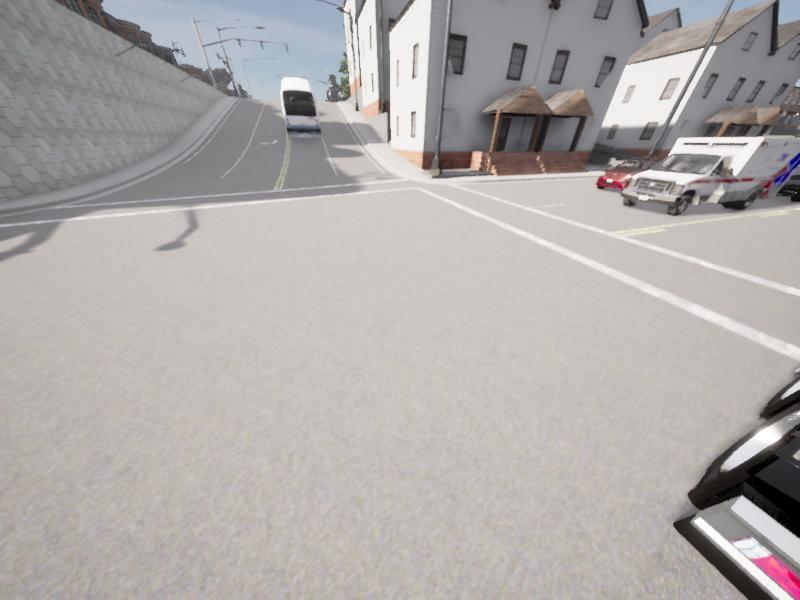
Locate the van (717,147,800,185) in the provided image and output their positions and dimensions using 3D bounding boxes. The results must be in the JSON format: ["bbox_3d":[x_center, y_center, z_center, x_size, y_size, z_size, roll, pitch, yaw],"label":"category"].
[{"bbox_3d":[25.177,-9.170,15.694,4.480,2.038,2.069,-10,36,-14],"label":"van"}]

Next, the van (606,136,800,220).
[{"bbox_3d":[12.405,-5.038,9.276,6.366,2.431,2.351,-10,36,-14],"label":"van"}]

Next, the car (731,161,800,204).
[{"bbox_3d":[19.760,-5.921,11.439,4.892,1.490,1.837,-10,36,-14],"label":"car"}]

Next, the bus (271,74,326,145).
[{"bbox_3d":[-11.004,-21.112,25.330,3.944,4.253,10.273,-10,50,-15],"label":"bus"}]

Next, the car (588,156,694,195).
[{"bbox_3d":[13.116,-6.912,12.704,3.988,1.617,1.851,-10,36,-14],"label":"car"}]

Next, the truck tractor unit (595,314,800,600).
[{"bbox_3d":[5.192,-0.208,0.661,6.516,4.208,3.053,-15,38,-20],"label":"truck tractor unit"}]

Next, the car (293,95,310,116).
[{"bbox_3d":[-14.097,-27.894,33.064,1.801,1.575,5.366,-9,49,-15],"label":"car"}]

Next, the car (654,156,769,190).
[{"bbox_3d":[19.035,-7.889,14.253,4.902,1.511,2.128,-10,36,-14],"label":"car"}]

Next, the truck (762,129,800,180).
[{"bbox_3d":[33.510,-11.344,17.344,8.468,3.827,2.891,-10,36,-14],"label":"truck"}]
